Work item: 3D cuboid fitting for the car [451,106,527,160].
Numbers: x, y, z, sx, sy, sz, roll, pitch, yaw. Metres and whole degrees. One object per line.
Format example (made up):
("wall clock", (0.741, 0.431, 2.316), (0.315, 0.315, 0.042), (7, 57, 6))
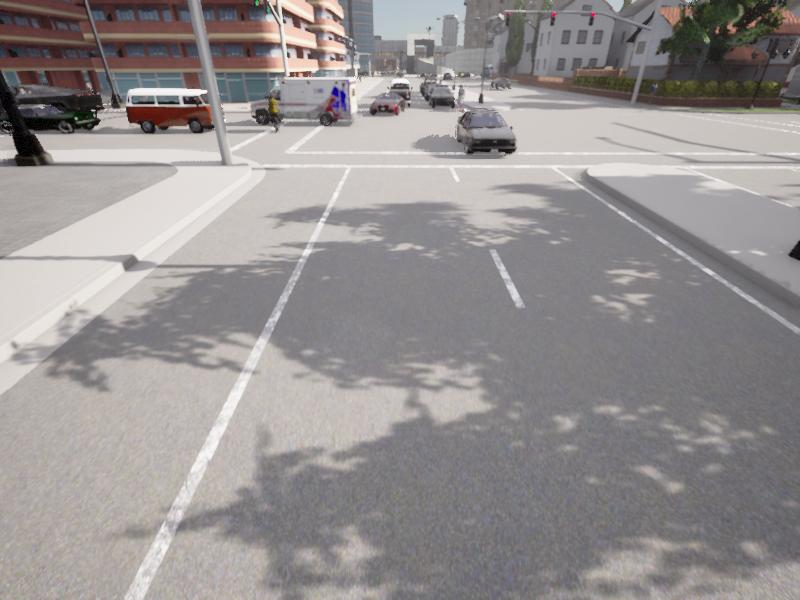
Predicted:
("car", (3.505, -7.207, 16.940), (2.033, 1.411, 5.357), (0, 30, 0))

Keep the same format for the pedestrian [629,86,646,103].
("pedestrian", (21.050, -18.200, 35.482), (0.751, 1.300, 0.751), (3, 30, 5))

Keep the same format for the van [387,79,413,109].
("van", (0.013, -17.690, 34.220), (2.069, 2.038, 4.480), (0, 30, 0))

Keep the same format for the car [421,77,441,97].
("car", (3.514, -24.301, 45.671), (1.905, 1.878, 3.866), (0, 30, 0))

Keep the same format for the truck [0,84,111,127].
("truck", (-21.310, -11.506, 23.585), (6.274, 2.098, 2.390), (0, 30, 0))

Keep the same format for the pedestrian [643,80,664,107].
("pedestrian", (20.664, -16.861, 32.652), (0.751, 1.860, 0.751), (5, 31, 9))

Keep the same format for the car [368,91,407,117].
("car", (-0.805, -14.275, 29.047), (1.994, 1.385, 4.181), (5, 31, 9))

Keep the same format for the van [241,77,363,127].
("van", (-5.574, -11.699, 23.593), (6.366, 2.431, 2.351), (2, 30, 4))

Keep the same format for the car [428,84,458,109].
("car", (3.546, -17.403, 34.127), (1.930, 1.638, 5.238), (0, 30, 0))

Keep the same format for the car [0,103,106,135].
("car", (-18.532, -9.446, 20.859), (4.718, 1.301, 1.895), (0, 30, -1))

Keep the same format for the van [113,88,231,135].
("van", (-11.607, -9.800, 20.728), (4.480, 2.038, 2.069), (-1, 30, -1))

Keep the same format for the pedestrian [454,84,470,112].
("pedestrian", (4.617, -15.174, 30.051), (0.751, 1.860, 0.751), (-15, 34, -24))

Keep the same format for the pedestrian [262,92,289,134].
("pedestrian", (-6.340, -9.568, 20.464), (0.751, 1.860, 0.751), (9, 31, 15))

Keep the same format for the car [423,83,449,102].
("car", (3.514, -20.905, 40.271), (2.163, 1.488, 4.792), (0, 30, 0))

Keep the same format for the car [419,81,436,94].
("car", (3.517, -27.356, 51.483), (1.895, 1.301, 4.718), (0, 30, 0))

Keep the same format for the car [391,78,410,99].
("car", (0.016, -23.009, 43.477), (1.932, 1.855, 4.605), (0, 30, 0))

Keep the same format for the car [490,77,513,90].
("car", (15.019, -32.249, 59.526), (2.152, 1.651, 5.027), (0, 30, 0))
